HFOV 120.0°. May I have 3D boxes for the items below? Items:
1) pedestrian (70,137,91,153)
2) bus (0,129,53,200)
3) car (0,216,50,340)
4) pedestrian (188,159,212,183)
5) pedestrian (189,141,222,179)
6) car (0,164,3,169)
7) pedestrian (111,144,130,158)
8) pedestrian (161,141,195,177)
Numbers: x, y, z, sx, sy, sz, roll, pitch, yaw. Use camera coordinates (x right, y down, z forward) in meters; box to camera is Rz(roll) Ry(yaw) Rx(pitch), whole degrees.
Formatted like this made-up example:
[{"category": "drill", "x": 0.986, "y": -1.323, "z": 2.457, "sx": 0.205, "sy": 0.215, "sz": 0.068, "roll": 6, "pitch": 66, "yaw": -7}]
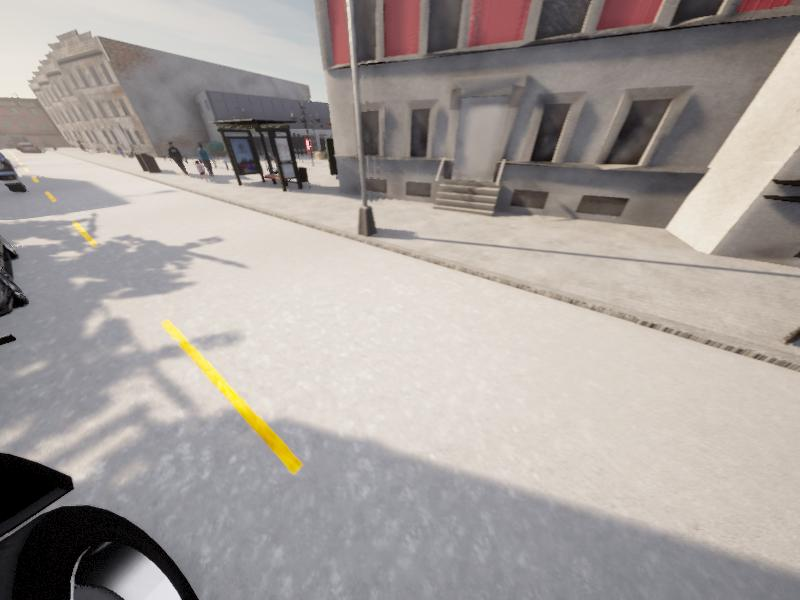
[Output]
[{"category": "pedestrian", "x": -45.505, "y": -22.040, "z": 32.931, "sx": 0.751, "sy": 1.860, "sz": 0.751, "roll": 11, "pitch": 37, "yaw": 15}, {"category": "bus", "x": -21.210, "y": -7.317, "z": 10.417, "sx": 10.273, "sy": 4.253, "sz": 3.944, "roll": 22, "pitch": 41, "yaw": 28}, {"category": "car", "x": -7.930, "y": -0.652, "z": 3.557, "sx": 5.357, "sy": 1.411, "sz": 2.033, "roll": 22, "pitch": 41, "yaw": 28}, {"category": "pedestrian", "x": -11.080, "y": -7.193, "z": 12.836, "sx": 0.500, "sy": 1.100, "sz": 0.500, "roll": 22, "pitch": 41, "yaw": 28}, {"category": "pedestrian", "x": -11.538, "y": -8.297, "z": 13.738, "sx": 0.751, "sy": 1.860, "sz": 0.751, "roll": 30, "pitch": 45, "yaw": 35}, {"category": "car", "x": -33.721, "y": -11.359, "z": 18.085, "sx": 3.866, "sy": 1.878, "sz": 1.905, "roll": 22, "pitch": 41, "yaw": 28}, {"category": "pedestrian", "x": -32.196, "y": -17.150, "z": 26.598, "sx": 0.751, "sy": 1.300, "sz": 0.751, "roll": 22, "pitch": 40, "yaw": 27}, {"category": "pedestrian", "x": -13.787, "y": -8.749, "z": 14.360, "sx": 0.751, "sy": 1.860, "sz": 0.751, "roll": 28, "pitch": 44, "yaw": 34}]
